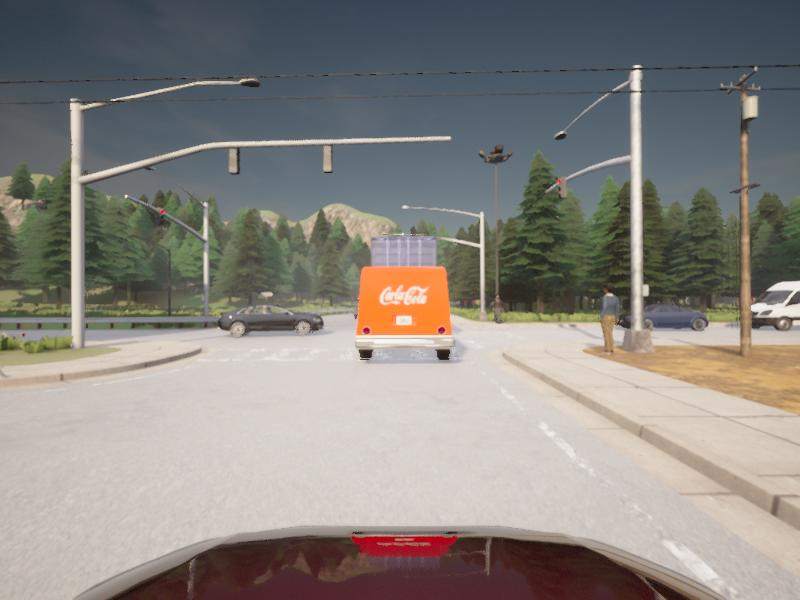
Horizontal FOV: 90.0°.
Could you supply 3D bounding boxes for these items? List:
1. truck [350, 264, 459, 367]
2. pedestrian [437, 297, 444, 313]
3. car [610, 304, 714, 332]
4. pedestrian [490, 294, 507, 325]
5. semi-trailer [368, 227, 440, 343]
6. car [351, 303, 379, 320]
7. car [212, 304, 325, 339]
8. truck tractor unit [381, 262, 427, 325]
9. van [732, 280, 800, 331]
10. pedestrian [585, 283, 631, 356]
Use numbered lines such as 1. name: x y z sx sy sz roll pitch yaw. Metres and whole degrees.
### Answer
1. truck: 0.128 0.394 12.264 2.627 2.467 5.204 0 0 1
2. pedestrian: 4.768 0.588 47.254 0.751 1.860 0.751 0 0 7
3. car: 13.702 0.912 21.114 4.181 1.385 1.994 0 0 2
4. pedestrian: 6.029 0.545 24.436 0.751 1.860 0.751 0 0 39
5. semi-trailer: 0.238 -0.542 22.372 2.717 4.402 14.254 0 0 1
6. car: -3.097 1.018 36.741 2.033 1.411 5.357 0 0 1
7. car: -6.130 0.951 19.230 4.902 1.511 2.128 0 0 -12
8. truck tractor unit: 0.324 -0.433 30.287 3.053 4.208 6.516 0 0 1
9. van: 21.180 0.280 20.899 5.915 2.561 1.988 0 0 2
10. pedestrian: 5.497 0.488 10.590 0.751 1.860 0.751 0 0 -18
